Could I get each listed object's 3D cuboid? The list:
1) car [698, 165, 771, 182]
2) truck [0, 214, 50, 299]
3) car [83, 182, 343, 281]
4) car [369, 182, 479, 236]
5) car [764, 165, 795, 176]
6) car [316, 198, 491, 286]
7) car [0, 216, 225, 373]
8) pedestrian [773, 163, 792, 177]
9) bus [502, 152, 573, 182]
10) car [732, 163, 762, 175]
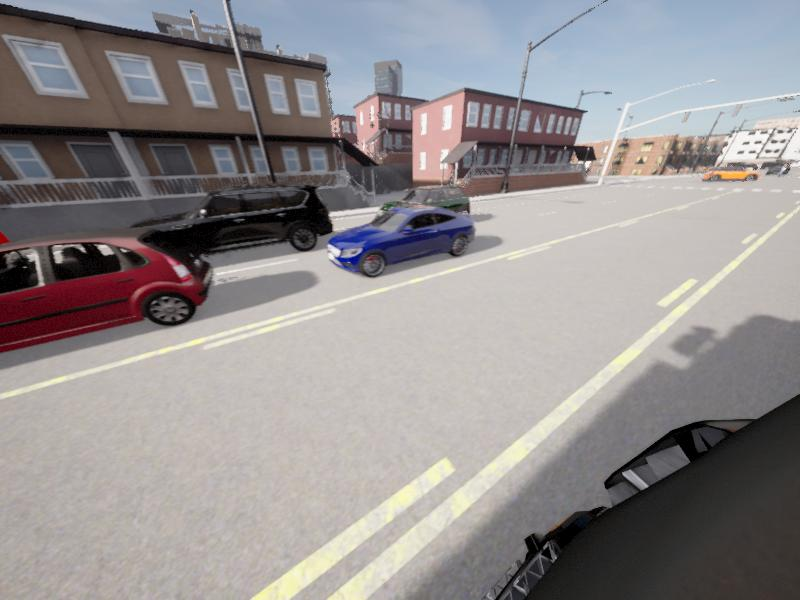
[{"bbox_3d":[42.675,-16.260,29.712,4.553,1.767,2.097,14,33,26],"label":"car"},{"bbox_3d":[-11.775,-0.599,3.977,5.204,2.467,2.627,-17,33,-25],"label":"truck"},{"bbox_3d":[-5.056,-2.569,7.566,5.566,2.045,2.150,-17,33,-26],"label":"car"},{"bbox_3d":[1.158,-4.410,10.779,4.553,1.767,2.097,-17,33,-26],"label":"car"},{"bbox_3d":[64.402,-21.994,39.199,4.181,1.385,1.994,-17,33,-26],"label":"car"},{"bbox_3d":[0.240,-1.972,6.844,4.674,1.442,1.812,-17,33,-26],"label":"car"},{"bbox_3d":[-5.670,-0.204,3.838,3.988,1.617,1.851,-17,33,-26],"label":"car"},{"bbox_3d":[56.732,-19.294,34.265,0.751,1.860,0.751,-21,34,-30],"label":"pedestrian"},{"bbox_3d":[25.153,-24.764,43.253,3.944,4.253,10.273,-17,33,-26],"label":"bus"},{"bbox_3d":[62.784,-23.695,41.816,4.605,1.855,1.932,-17,33,-26],"label":"car"}]
